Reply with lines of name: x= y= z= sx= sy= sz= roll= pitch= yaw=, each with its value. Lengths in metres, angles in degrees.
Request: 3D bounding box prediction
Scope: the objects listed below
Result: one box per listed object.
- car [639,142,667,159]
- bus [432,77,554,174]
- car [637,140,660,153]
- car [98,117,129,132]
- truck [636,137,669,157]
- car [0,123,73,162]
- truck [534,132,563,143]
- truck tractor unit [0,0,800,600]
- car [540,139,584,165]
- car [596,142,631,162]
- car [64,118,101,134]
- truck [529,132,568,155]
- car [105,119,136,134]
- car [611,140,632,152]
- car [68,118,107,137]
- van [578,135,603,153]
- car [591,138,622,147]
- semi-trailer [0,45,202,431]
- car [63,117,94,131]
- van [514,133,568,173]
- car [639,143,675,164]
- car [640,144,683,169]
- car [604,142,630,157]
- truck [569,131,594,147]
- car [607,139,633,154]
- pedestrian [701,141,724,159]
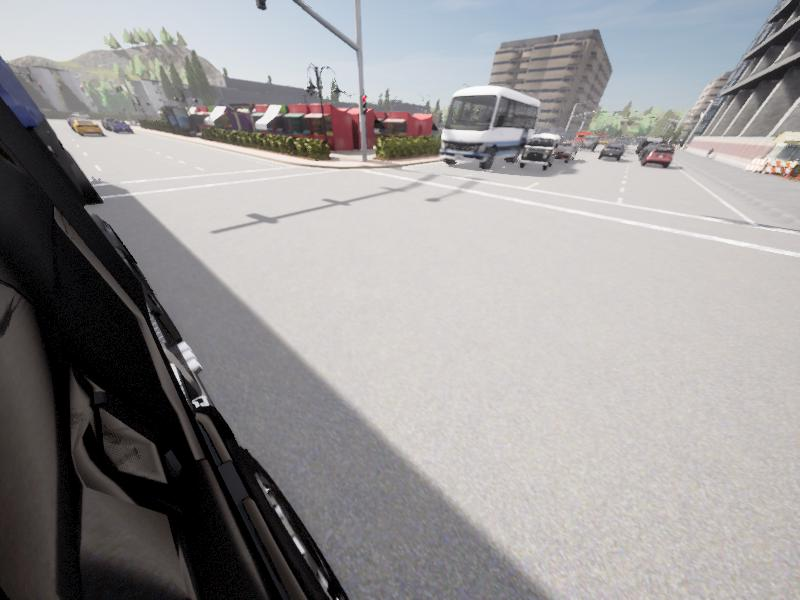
car: x=31.749 y=-18.839 z=29.087 sx=1.789 sy=1.549 sz=3.705 roll=28 pitch=44 yaw=30
bus: x=7.053 y=-12.443 z=16.932 sx=3.944 sy=4.253 sz=10.273 roll=28 pitch=44 yaw=30
car: x=42.458 y=-26.343 z=39.583 sx=1.930 sy=1.638 sz=5.238 roll=28 pitch=44 yaw=30
car: x=-43.854 y=-26.825 z=35.319 sx=4.856 sy=1.649 sz=2.033 roll=28 pitch=44 yaw=30
truck: x=36.706 y=-22.508 z=33.786 sx=2.390 sy=2.098 sz=6.274 roll=28 pitch=44 yaw=30
car: x=-21.295 y=-9.158 z=13.326 sx=4.792 sy=1.488 sz=2.163 roll=28 pitch=44 yaw=30
truck: x=42.388 y=-46.623 z=66.174 sx=6.274 sy=2.098 sz=2.390 roll=28 pitch=44 yaw=30
truck tractor unit: x=-2.645 y=-0.295 z=0.351 sx=6.516 sy=4.208 sz=3.053 roll=28 pitch=44 yaw=30
car: x=15.076 y=-13.837 z=21.430 sx=2.152 sy=1.651 sz=5.027 roll=28 pitch=44 yaw=30
car: x=23.196 y=-16.160 z=25.073 sx=2.128 sy=1.511 sz=4.902 roll=28 pitch=44 yaw=29
car: x=-41.487 y=-22.748 z=30.173 sx=4.792 sy=1.488 sz=2.163 roll=28 pitch=44 yaw=30
truck: x=18.996 y=-20.052 z=29.501 sx=2.390 sy=2.098 sz=6.274 roll=28 pitch=44 yaw=30
car: x=-38.865 y=-24.089 z=32.107 sx=4.193 sy=1.474 sz=1.816 roll=28 pitch=44 yaw=30
car: x=38.423 y=-26.783 z=40.028 sx=2.007 sy=1.525 sz=4.514 roll=28 pitch=44 yaw=30
car: x=-36.334 y=-20.032 z=26.824 sx=5.008 sy=1.535 sz=1.882 roll=28 pitch=44 yaw=30
van: x=28.181 y=-23.117 z=34.190 sx=1.775 sy=1.987 sz=4.442 roll=28 pitch=44 yaw=30
car: x=51.011 y=-39.058 z=57.111 sx=5.366 sy=1.575 sz=1.801 roll=28 pitch=44 yaw=30
semi-trailer: x=-8.702 y=-3.601 z=4.224 sx=14.254 sy=4.402 sz=2.717 roll=28 pitch=44 yaw=30
car: x=-46.717 y=-25.566 z=33.558 sx=5.008 sy=1.535 sz=1.882 roll=28 pitch=44 yaw=30
van: x=10.126 y=-10.592 z=16.493 sx=2.069 sy=2.038 sz=4.480 roll=24 pitch=42 yaw=26
car: x=27.427 y=-15.825 z=24.854 sx=1.882 sy=1.535 sz=5.008 roll=28 pitch=44 yaw=30
car: x=23.223 y=-12.915 z=20.693 sx=1.851 sy=1.617 sz=3.988 roll=28 pitch=44 yaw=30
car: x=28.886 y=-20.071 z=30.708 sx=1.994 sy=1.385 sz=4.181 roll=28 pitch=44 yaw=30
truck: x=37.313 y=-32.971 z=47.381 sx=2.627 sy=2.467 sz=5.204 roll=28 pitch=44 yaw=30
car: x=33.498 y=-23.386 z=35.160 sx=2.152 sy=1.651 sz=5.027 roll=28 pitch=44 yaw=29
pedestrian: x=39.092 y=-18.815 z=28.936 sx=0.751 sy=1.860 sz=0.751 roll=28 pitch=44 yaw=30
